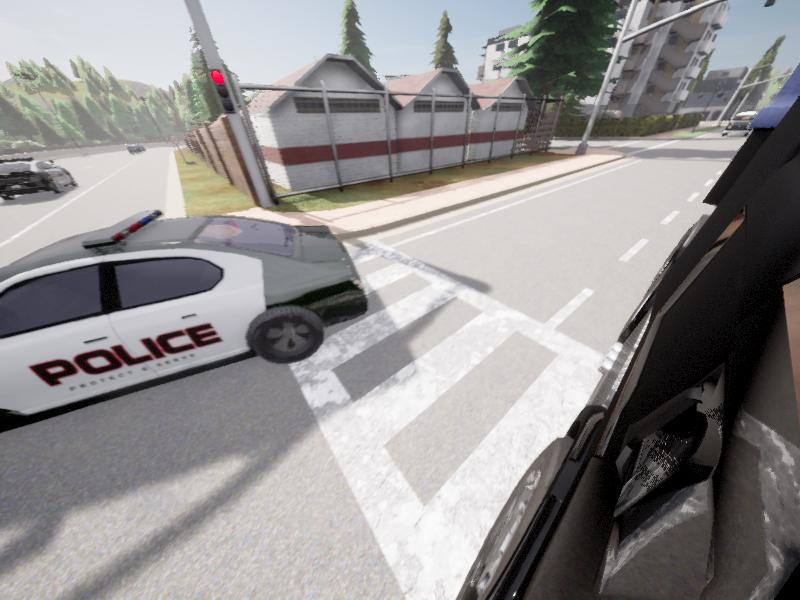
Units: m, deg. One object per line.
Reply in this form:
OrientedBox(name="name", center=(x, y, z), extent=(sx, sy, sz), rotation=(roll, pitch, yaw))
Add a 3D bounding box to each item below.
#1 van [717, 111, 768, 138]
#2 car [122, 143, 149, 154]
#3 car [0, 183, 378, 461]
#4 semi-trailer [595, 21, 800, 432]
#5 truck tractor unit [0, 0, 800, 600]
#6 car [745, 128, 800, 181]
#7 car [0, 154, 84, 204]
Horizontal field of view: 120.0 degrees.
OrientedBox(name="van", center=(35.873, -18.388, 24.211), extent=(4.480, 2.038, 2.069), rotation=(-26, 43, -28))
OrientedBox(name="car", center=(-50.718, -29.166, 44.442), extent=(2.128, 1.511, 4.902), rotation=(-23, 41, -24))
OrientedBox(name="car", center=(-2.997, -0.020, 2.581), extent=(4.974, 1.542, 2.038), rotation=(-15, 38, -16))
OrientedBox(name="semi-trailer", center=(8.860, -3.490, 4.060), extent=(14.254, 4.402, 2.717), rotation=(-26, 43, -28))
OrientedBox(name="truck tractor unit", center=(2.645, -0.295, 0.351), extent=(6.516, 4.208, 3.053), rotation=(-28, 44, -30))
OrientedBox(name="car", center=(16.304, -5.954, 9.330), extent=(3.806, 1.475, 1.970), rotation=(-26, 43, -28))
OrientedBox(name="car", center=(-19.689, -6.658, 12.385), extent=(1.930, 1.638, 5.238), rotation=(-27, 43, -29))
